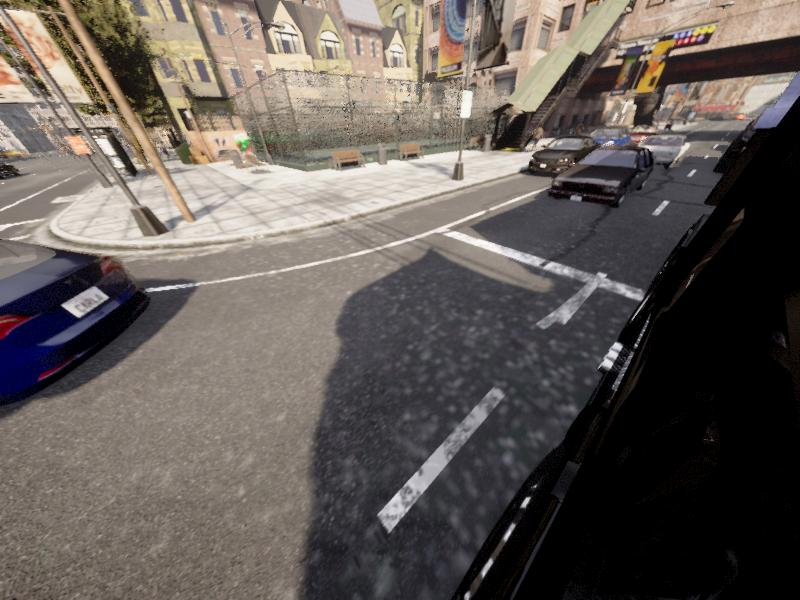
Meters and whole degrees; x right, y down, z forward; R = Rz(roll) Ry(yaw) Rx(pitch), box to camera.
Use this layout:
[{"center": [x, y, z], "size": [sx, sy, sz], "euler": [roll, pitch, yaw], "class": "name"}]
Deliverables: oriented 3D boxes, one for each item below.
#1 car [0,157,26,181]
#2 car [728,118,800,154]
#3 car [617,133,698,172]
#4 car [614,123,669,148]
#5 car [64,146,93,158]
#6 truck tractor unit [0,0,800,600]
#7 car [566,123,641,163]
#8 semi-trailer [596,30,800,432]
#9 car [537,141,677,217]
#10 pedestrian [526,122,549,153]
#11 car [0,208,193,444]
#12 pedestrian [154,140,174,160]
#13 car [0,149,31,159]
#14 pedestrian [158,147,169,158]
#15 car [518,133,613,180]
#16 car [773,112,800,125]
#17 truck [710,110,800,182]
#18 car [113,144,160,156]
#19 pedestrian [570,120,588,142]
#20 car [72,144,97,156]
[{"center": [-34.098, -10.786, 19.086], "size": [2.033, 1.411, 5.357], "euler": [-29, 44, -31], "class": "car"}, {"center": [23.995, -10.905, 15.296], "size": [5.238, 1.638, 1.930], "euler": [-29, 44, -30], "class": "car"}, {"center": [13.684, -7.907, 12.248], "size": [4.718, 1.301, 1.895], "euler": [-29, 44, -30], "class": "car"}, {"center": [21.471, -14.629, 20.520], "size": [4.892, 1.521, 2.231], "euler": [-29, 44, -30], "class": "car"}, {"center": [-59.530, -27.549, 42.905], "size": [2.033, 1.649, 4.856], "euler": [-29, 44, -31], "class": "car"}, {"center": [2.645, -0.295, 0.351], "size": [6.516, 4.208, 3.053], "euler": [-28, 44, -30], "class": "truck tractor unit"}, {"center": [13.272, -10.286, 15.039], "size": [4.553, 1.767, 2.185], "euler": [-29, 44, -30], "class": "car"}, {"center": [8.773, -3.555, 4.149], "size": [14.254, 4.402, 2.717], "euler": [-27, 43, -29], "class": "semi-trailer"}, {"center": [7.176, -4.397, 7.899], "size": [5.357, 1.411, 2.033], "euler": [-29, 44, -30], "class": "car"}, {"center": [10.537, -12.435, 17.729], "size": [0.751, 1.860, 0.751], "euler": [-24, 42, -25], "class": "pedestrian"}, {"center": [-5.760, 0.289, 2.404], "size": [4.792, 1.488, 2.163], "euler": [-6, 37, -4], "class": "car"}, {"center": [-27.179, -17.308, 26.662], "size": [0.751, 1.860, 0.751], "euler": [-23, 41, -25], "class": "pedestrian"}, {"center": [-88.110, -32.792, 51.816], "size": [5.366, 1.575, 1.801], "euler": [-23, 41, -25], "class": "car"}, {"center": [-29.951, -18.669, 29.292], "size": [0.500, 1.100, 0.500], "euler": [-24, 42, -26], "class": "pedestrian"}, {"center": [8.495, -7.466, 11.791], "size": [5.008, 1.535, 2.097], "euler": [-29, 44, -30], "class": "car"}, {"center": [65.746, -30.793, 39.244], "size": [3.988, 1.617, 1.851], "euler": [-29, 44, -30], "class": "car"}, {"center": [16.471, -6.980, 10.161], "size": [6.274, 2.098, 2.390], "euler": [-28, 44, -30], "class": "truck"}, {"center": [-47.553, -27.184, 41.841], "size": [5.357, 1.411, 2.033], "euler": [-8, 37, -7], "class": "car"}, {"center": [18.751, -17.690, 24.215], "size": [0.751, 1.860, 0.751], "euler": [-26, 43, -28], "class": "pedestrian"}, {"center": [-63.701, -30.393, 46.751], "size": [1.905, 1.878, 3.866], "euler": [-29, 44, -31], "class": "car"}]
